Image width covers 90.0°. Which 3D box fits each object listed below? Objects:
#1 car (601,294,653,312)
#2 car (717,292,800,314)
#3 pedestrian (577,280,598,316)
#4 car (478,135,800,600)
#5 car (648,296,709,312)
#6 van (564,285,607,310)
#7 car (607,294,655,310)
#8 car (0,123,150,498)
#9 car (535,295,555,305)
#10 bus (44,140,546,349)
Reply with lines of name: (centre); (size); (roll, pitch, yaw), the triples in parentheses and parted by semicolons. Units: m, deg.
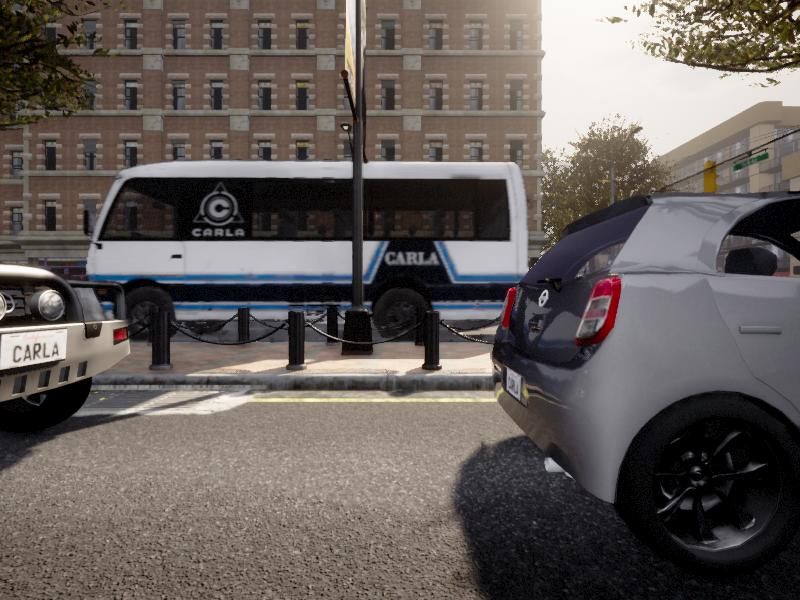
car: (20.184, 0.242, 35.853); (1.837, 1.490, 4.892); (0, 0, 0)
car: (27.212, 0.224, 30.582); (2.038, 1.542, 4.974); (0, 0, 0)
pedestrian: (9.901, -0.116, 21.153); (0.751, 1.860, 0.751); (0, 0, -5)
car: (2.425, 0.226, 2.192); (3.633, 1.501, 1.845); (0, 0, 0)
car: (23.693, 0.341, 34.300); (1.895, 1.301, 4.718); (0, 0, 0)
van: (20.136, -0.280, 43.771); (1.988, 2.561, 5.915); (0, 0, 0)
car: (23.652, 0.198, 41.198); (1.801, 1.575, 5.366); (0, 0, 0)
car: (-4.281, 0.053, 2.201); (4.605, 1.855, 1.932); (0, 0, 0)
car: (26.967, 0.050, 74.454); (1.932, 1.855, 4.605); (0, 0, 0)
bus: (-2.146, -1.134, 10.187); (10.273, 4.253, 3.944); (0, 0, -1)
